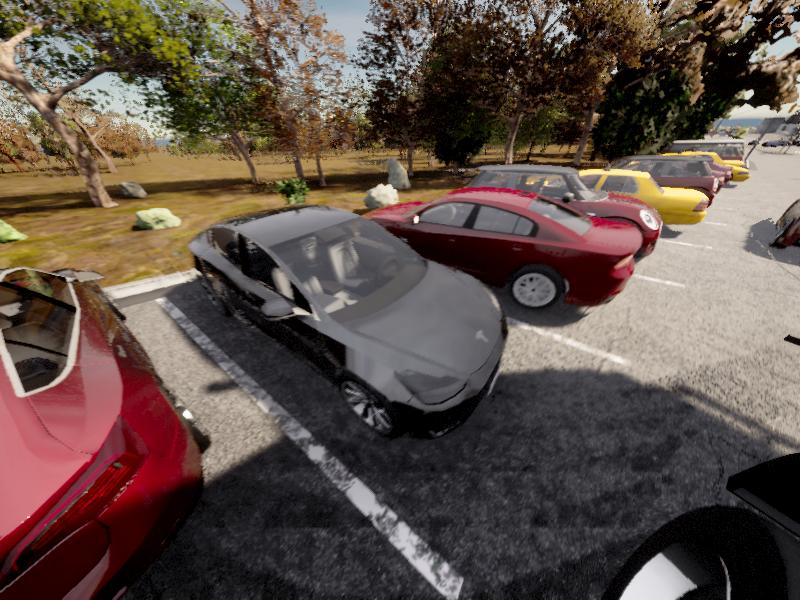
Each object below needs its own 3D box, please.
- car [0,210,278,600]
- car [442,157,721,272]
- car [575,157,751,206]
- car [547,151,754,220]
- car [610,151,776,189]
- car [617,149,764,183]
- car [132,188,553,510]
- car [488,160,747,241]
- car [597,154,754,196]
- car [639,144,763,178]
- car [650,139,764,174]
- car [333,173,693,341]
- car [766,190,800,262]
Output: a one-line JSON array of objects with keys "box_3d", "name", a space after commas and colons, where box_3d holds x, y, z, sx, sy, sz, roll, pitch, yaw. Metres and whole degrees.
[{"box_3d": [-3.531, 0.628, 1.781, 4.792, 1.488, 2.163, 21, 41, 29], "name": "car"}, {"box_3d": [3.714, -2.498, 5.888, 4.553, 1.767, 2.185, 21, 40, 28], "name": "car"}, {"box_3d": [10.887, -5.416, 10.256, 4.674, 1.452, 2.002, 20, 40, 27], "name": "car"}, {"box_3d": [8.537, -4.513, 8.706, 4.553, 1.767, 2.185, 20, 40, 28], "name": "car"}, {"box_3d": [15.754, -7.488, 13.077, 5.366, 1.575, 1.946, 19, 39, 27], "name": "car"}, {"box_3d": [17.778, -8.648, 14.716, 5.366, 1.575, 1.946, 19, 40, 27], "name": "car"}, {"box_3d": [-1.047, -0.346, 3.141, 4.792, 1.488, 2.163, 21, 40, 29], "name": "car"}, {"box_3d": [5.976, -3.455, 7.444, 5.366, 1.575, 1.946, 20, 40, 28], "name": "car"}, {"box_3d": [13.247, -6.456, 11.712, 4.674, 1.452, 2.002, 20, 40, 27], "name": "car"}, {"box_3d": [20.290, -9.747, 16.036, 4.553, 1.767, 2.185, 19, 39, 26], "name": "car"}, {"box_3d": [22.679, -10.879, 17.446, 4.442, 1.987, 1.878, 19, 39, 26], "name": "car"}, {"box_3d": [1.340, -1.373, 4.527, 5.008, 1.535, 2.097, 21, 40, 28], "name": "car"}, {"box_3d": [10.719, -1.874, 5.288, 4.181, 1.385, 1.994, -23, 41, -29], "name": "car"}]
